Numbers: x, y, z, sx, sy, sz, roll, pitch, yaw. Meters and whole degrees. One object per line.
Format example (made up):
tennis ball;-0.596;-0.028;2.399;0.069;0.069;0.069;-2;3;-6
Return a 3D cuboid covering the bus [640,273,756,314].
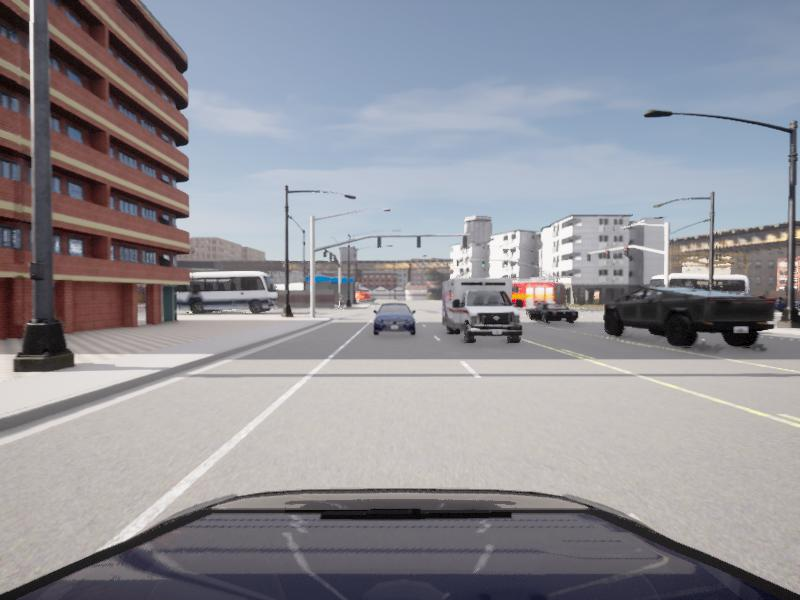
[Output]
bus;33.674;-0.783;45.608;10.273;4.253;3.944;1;1;-1

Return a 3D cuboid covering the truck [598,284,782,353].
truck;10.276;0.546;15.175;2.390;2.098;6.274;0;0;0

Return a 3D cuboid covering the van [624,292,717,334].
van;13.818;0.592;20.816;1.775;1.987;4.442;0;0;-1

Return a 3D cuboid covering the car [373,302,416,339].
car;-0.254;0.858;18.895;1.812;1.442;4.674;0;0;-1

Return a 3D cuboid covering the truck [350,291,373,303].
truck;-8.756;-0.700;90.804;2.627;2.467;5.204;-1;1;-39

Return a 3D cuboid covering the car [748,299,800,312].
car;43.352;0.588;45.958;4.792;1.488;2.163;0;1;0

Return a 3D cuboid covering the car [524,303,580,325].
car;10.228;0.902;27.332;1.895;1.301;4.718;0;0;-1

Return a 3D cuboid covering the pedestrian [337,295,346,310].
pedestrian;-7.387;0.282;50.615;0.751;1.860;0.751;-1;1;-45

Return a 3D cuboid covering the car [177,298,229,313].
car;-21.720;0.599;44.261;4.892;1.490;1.837;0;1;-2

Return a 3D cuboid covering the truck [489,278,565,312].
truck;15.452;-0.651;49.179;8.468;3.827;2.891;1;2;44

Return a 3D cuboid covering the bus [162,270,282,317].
bus;-17.768;-0.706;40.743;10.273;4.253;3.944;-2;1;-4

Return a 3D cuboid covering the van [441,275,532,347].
van;3.240;0.377;16.722;2.351;2.431;6.366;0;0;-1
